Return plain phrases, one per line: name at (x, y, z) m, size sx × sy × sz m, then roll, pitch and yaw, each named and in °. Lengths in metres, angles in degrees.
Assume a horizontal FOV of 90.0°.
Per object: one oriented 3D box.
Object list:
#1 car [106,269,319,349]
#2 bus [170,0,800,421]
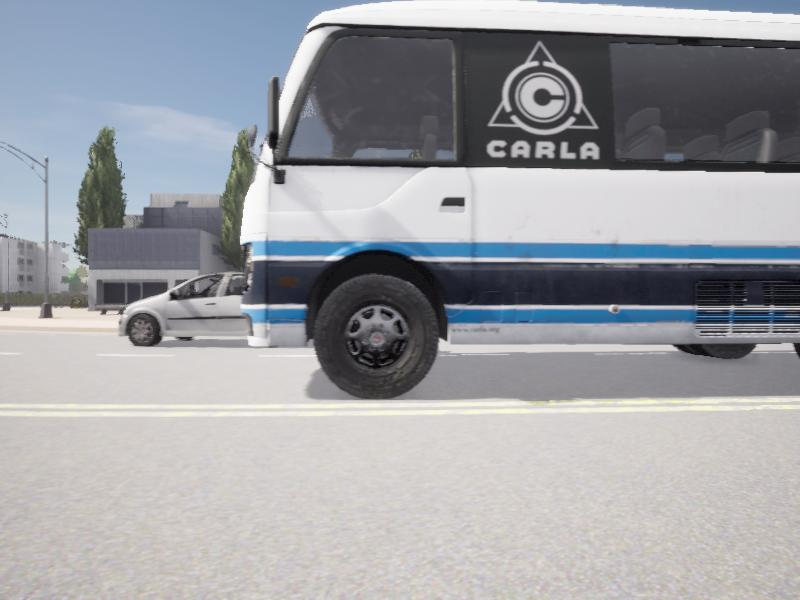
car at (-4.053, 0.191, 9.112) m, size 3.988 × 1.617 × 1.851 m, roll 0°, pitch 0°, yaw 3°
bus at (3.172, -1.132, 5.458) m, size 10.273 × 4.253 × 3.944 m, roll 0°, pitch 0°, yaw -3°
